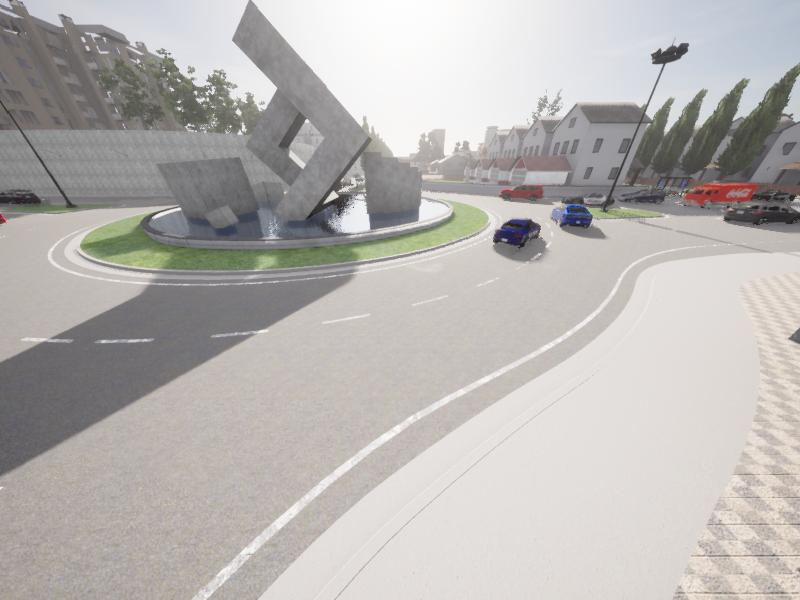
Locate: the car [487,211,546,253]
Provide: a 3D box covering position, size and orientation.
[{"bbox_3d":[7.418,-4.432,14.543,1.812,1.442,4.674,23,37,34],"label":"car"}]

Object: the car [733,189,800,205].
[{"bbox_3d":[46.907,-13.167,29.475,5.238,1.638,1.930,0,30,0],"label":"car"}]

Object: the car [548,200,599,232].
[{"bbox_3d":[13.930,-7.031,18.951,1.882,1.535,5.008,10,31,16],"label":"car"}]

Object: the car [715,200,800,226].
[{"bbox_3d":[30.375,-7.278,19.245,4.611,1.667,2.242,-2,30,-3],"label":"car"}]

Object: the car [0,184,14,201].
[{"bbox_3d":[-58.213,-14.716,31.754,5.566,2.045,2.150,1,30,1],"label":"car"}]

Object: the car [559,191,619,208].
[{"bbox_3d":[22.580,-12.135,27.795,4.974,1.542,2.038,6,31,11],"label":"car"}]

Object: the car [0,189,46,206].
[{"bbox_3d":[-48.689,-12.827,28.857,4.611,1.667,2.242,-1,30,-2],"label":"car"}]

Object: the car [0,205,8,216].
[{"bbox_3d":[-41.206,-8.689,21.779,5.366,1.575,1.801,4,30,6],"label":"car"}]

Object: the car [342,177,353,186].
[{"bbox_3d":[-13.125,-29.793,58.021,1.905,1.878,3.866,1,30,1],"label":"car"}]

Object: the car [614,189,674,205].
[{"bbox_3d":[31.133,-13.266,29.661,4.856,1.649,2.033,2,30,3],"label":"car"}]

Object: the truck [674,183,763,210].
[{"bbox_3d":[35.793,-11.777,26.206,5.204,2.467,2.627,0,30,2],"label":"truck"}]

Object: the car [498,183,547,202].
[{"bbox_3d":[16.999,-15.042,32.319,5.566,2.045,2.150,12,32,19],"label":"car"}]

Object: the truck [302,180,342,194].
[{"bbox_3d":[-13.633,-20.150,41.112,6.274,2.098,2.390,-5,30,-8],"label":"truck"}]

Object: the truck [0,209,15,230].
[{"bbox_3d":[-34.683,-7.189,16.938,8.468,3.827,2.891,8,31,13],"label":"truck"}]
